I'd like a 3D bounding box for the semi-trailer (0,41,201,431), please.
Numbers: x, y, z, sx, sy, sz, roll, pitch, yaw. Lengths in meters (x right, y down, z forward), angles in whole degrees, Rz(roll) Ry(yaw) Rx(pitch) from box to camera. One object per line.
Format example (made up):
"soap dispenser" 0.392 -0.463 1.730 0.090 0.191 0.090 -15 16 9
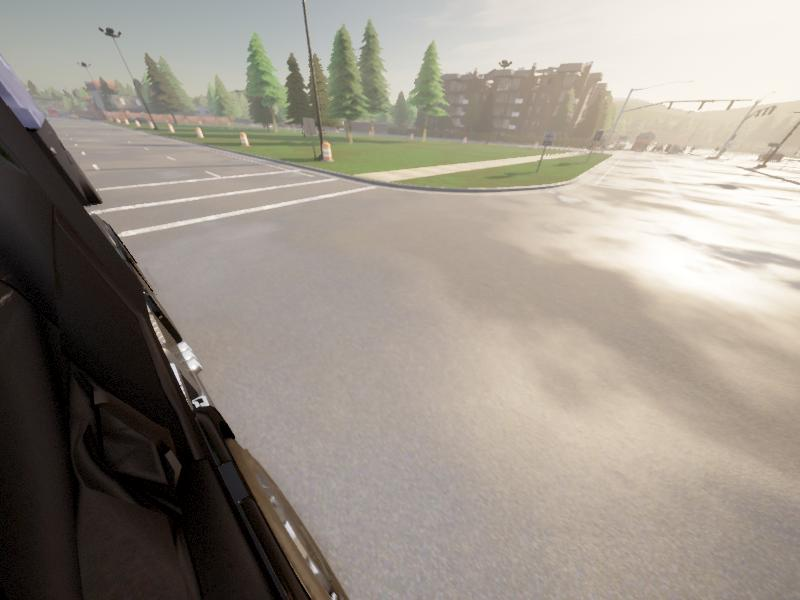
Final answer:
"semi-trailer" -8.695 -3.610 4.225 14.254 4.402 2.717 28 44 30

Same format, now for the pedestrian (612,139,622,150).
"pedestrian" 48.778 -34.993 51.942 0.751 1.860 0.751 -29 47 -35

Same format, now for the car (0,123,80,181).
"car" -16.247 -6.503 9.929 5.027 1.651 2.152 28 44 30

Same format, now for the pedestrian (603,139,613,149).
"pedestrian" 45.626 -34.252 50.756 0.751 1.860 0.751 -27 46 -34

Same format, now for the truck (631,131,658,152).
"truck" 59.813 -39.004 56.728 2.891 3.827 8.468 28 43 30

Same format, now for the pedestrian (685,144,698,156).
"pedestrian" 57.644 -29.658 45.666 0.751 1.860 0.751 28 43 29

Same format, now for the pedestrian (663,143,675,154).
"pedestrian" 55.065 -31.020 47.316 0.751 1.860 0.751 29 44 30

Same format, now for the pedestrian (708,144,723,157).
"pedestrian" 60.121 -28.494 44.017 0.751 1.860 0.751 23 41 24

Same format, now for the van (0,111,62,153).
"van" -24.444 -11.037 15.148 4.442 1.987 1.775 28 44 30

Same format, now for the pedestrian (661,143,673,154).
"pedestrian" 54.287 -30.773 46.933 0.751 1.860 0.751 23 41 25

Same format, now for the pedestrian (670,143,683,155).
"pedestrian" 55.471 -30.339 46.431 0.751 1.860 0.751 23 41 25

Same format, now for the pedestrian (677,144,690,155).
"pedestrian" 56.435 -29.933 45.953 0.751 1.860 0.751 23 41 25

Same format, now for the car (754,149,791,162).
"car" 67.895 -26.407 42.224 1.930 1.638 5.238 28 43 30

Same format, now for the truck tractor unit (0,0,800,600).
"truck tractor unit" -2.645 -0.295 0.351 6.516 4.208 3.053 28 44 30

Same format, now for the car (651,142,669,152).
"car" 62.250 -36.647 55.367 1.905 1.878 3.866 28 43 30

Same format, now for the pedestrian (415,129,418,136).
"pedestrian" 5.624 -57.628 79.380 0.751 1.860 0.751 28 44 30

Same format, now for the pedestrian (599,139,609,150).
"pedestrian" 43.400 -33.149 49.138 0.751 1.860 0.751 31 45 33

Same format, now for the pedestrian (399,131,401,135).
"pedestrian" -0.116 -59.969 82.766 0.500 1.100 0.500 28 43 30

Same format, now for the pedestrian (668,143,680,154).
"pedestrian" 56.234 -31.012 47.384 0.751 1.860 0.751 25 42 27
